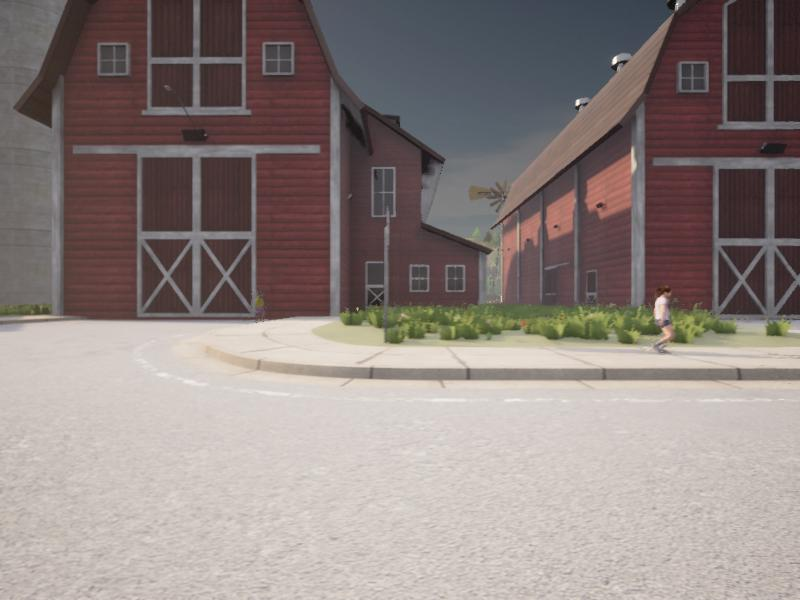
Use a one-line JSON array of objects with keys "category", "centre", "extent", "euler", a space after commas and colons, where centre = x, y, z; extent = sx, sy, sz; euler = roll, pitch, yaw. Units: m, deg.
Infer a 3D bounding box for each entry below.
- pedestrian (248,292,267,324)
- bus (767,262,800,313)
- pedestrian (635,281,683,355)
[{"category": "pedestrian", "centre": [-4.928, 0.266, 13.848], "extent": [0.500, 1.100, 0.500], "euler": [0, 0, -2]}, {"category": "bus", "centre": [35.632, -1.080, 31.595], "extent": [3.944, 4.253, 10.273], "euler": [0, 0, 1]}, {"category": "pedestrian", "centre": [4.034, 0.268, 6.258], "extent": [0.500, 1.100, 0.500], "euler": [0, 0, 16]}]
